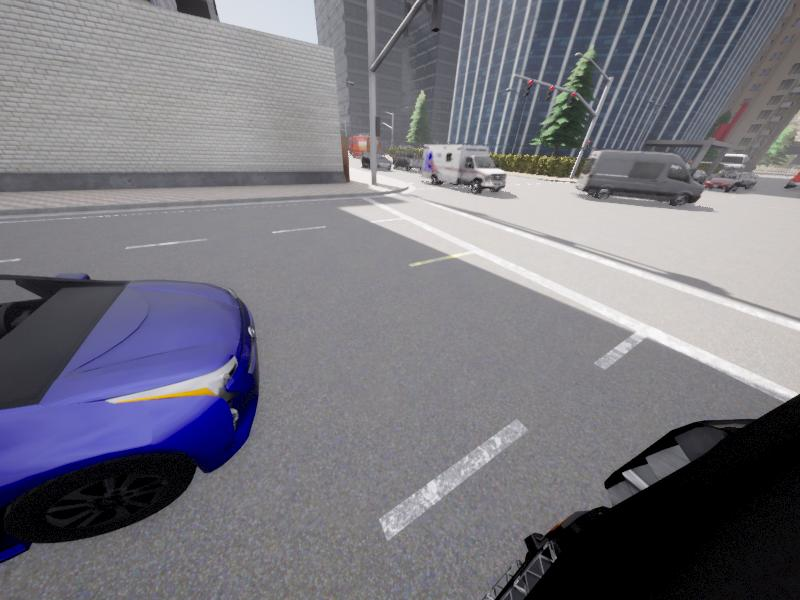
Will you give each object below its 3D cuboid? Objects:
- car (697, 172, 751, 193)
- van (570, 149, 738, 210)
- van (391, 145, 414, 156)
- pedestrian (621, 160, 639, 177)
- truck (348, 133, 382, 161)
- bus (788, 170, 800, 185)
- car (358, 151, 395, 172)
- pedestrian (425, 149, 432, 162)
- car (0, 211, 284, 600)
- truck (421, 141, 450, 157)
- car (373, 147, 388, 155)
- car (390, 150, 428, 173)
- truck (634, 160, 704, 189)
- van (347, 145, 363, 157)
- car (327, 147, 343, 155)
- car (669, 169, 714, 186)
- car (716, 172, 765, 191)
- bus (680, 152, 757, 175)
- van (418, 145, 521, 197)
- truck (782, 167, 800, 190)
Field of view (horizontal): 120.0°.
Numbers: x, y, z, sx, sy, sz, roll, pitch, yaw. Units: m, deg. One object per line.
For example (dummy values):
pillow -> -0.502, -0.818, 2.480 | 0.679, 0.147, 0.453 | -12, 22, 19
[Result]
car -> 29.756, -10.844, 21.217 | 4.193, 1.474, 1.816 | -16, 38, -26
van -> 14.208, -7.237, 13.687 | 5.915, 2.561, 1.988 | 13, 36, 15
van -> 0.805, -43.575, 67.484 | 6.366, 2.431, 2.351 | -16, 38, -26
pedestrian -> 29.467, -16.841, 29.553 | 0.751, 1.860, 0.751 | -18, 39, -28
truck -> -6.402, -27.418, 41.366 | 2.891, 3.827, 8.468 | -16, 38, -26
bus -> 63.254, -19.311, 34.023 | 10.273, 4.253, 3.944 | -16, 38, -26
car -> -2.664, -14.996, 24.942 | 2.033, 1.649, 4.856 | -16, 38, -26
pedestrian -> 4.888, -24.920, 39.930 | 0.751, 1.860, 0.751 | -17, 39, -28
car -> -3.366, 0.744, 1.185 | 4.514, 1.525, 2.007 | -16, 38, -26
truck -> 11.006, -47.097, 72.318 | 8.468, 3.827, 2.891 | -16, 38, -26
car -> -5.677, -43.705, 67.706 | 3.866, 1.878, 1.905 | -16, 38, -26
car -> 0.883, -15.450, 25.669 | 1.932, 1.855, 4.605 | -16, 38, -26
truck -> 26.470, -12.404, 22.749 | 6.274, 2.098, 2.390 | -16, 38, -26
van -> -10.444, -34.513, 53.361 | 2.069, 2.038, 4.480 | -16, 39, -26
car -> -15.429, -35.321, 54.768 | 2.033, 1.411, 5.357 | -16, 38, -26
car -> 33.264, -14.058, 26.353 | 4.674, 1.442, 1.812 | -16, 38, -26
car -> 35.812, -12.521, 24.302 | 4.181, 1.385, 1.994 | -17, 38, -27
bus -> 80.797, -34.966, 59.025 | 3.944, 4.253, 10.273 | -16, 38, -26
van -> 4.035, -8.697, 15.229 | 2.351, 2.431, 6.366 | -16, 37, -26
truck -> 47.752, -14.115, 26.625 | 5.204, 2.467, 2.627 | -16, 38, -26
